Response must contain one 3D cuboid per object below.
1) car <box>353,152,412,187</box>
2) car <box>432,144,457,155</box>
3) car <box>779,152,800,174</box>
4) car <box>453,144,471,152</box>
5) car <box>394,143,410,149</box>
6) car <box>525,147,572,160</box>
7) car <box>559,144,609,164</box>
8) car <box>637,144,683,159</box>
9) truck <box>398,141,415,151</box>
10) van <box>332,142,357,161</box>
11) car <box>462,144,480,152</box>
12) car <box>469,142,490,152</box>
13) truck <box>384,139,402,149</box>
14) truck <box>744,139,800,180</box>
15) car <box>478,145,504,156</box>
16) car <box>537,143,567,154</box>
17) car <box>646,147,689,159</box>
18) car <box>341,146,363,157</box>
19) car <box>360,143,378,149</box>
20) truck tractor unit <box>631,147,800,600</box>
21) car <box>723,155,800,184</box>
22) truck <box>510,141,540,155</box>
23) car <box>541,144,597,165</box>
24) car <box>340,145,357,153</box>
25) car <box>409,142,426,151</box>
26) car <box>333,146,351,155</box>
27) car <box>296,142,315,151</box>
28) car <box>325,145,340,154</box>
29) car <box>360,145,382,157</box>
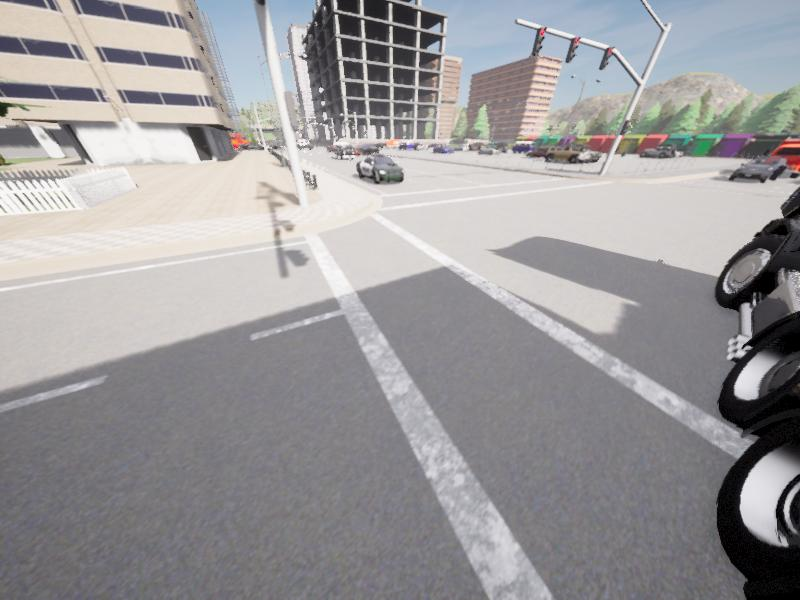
[{"bbox_3d":[-1.339,-8.970,15.657,2.038,1.542,4.974,-16,38,-22],"label":"car"},{"bbox_3d":[8.427,-28.851,44.202,2.242,1.667,4.611,-16,38,-22],"label":"car"},{"bbox_3d":[37.954,-12.654,21.232,5.366,1.575,1.801,-15,38,-21],"label":"car"},{"bbox_3d":[14.626,-36.108,54.871,1.970,1.475,3.806,-16,38,-22],"label":"car"},{"bbox_3d":[0.671,-50.461,75.578,4.611,1.667,2.242,-16,38,-22],"label":"car"},{"bbox_3d":[21.395,-21.369,33.592,2.033,1.415,5.357,-16,38,-22],"label":"car"},{"bbox_3d":[21.910,-17.594,27.727,1.905,1.878,3.866,-16,38,-22],"label":"car"},{"bbox_3d":[39.365,-22.634,35.145,1.905,1.878,3.866,-16,38,-22],"label":"car"},{"bbox_3d":[1.564,-36.706,55.047,2.069,2.038,4.478,-16,38,-22],"label":"truck"},{"bbox_3d":[-7.717,-20.601,31.983,2.069,2.038,4.480,-16,38,-22],"label":"van"},{"bbox_3d":[17.204,-36.875,55.943,1.784,1.438,3.905,-16,38,-22],"label":"car"},{"bbox_3d":[19.571,-37.760,56.870,1.932,1.855,4.605,-16,38,-22],"label":"car"},{"bbox_3d":[-2.395,-52.194,77.237,5.204,2.467,2.627,-16,38,-22],"label":"truck"},{"bbox_3d":[31.244,-11.207,18.308,5.204,2.467,2.627,-15,38,-21],"label":"truck"},{"bbox_3d":[16.366,-26.962,41.655,1.970,1.475,3.806,-16,38,-22],"label":"car"},{"bbox_3d":[31.371,-31.530,47.947,1.932,1.855,4.605,-16,38,-22],"label":"car"},{"bbox_3d":[41.947,-23.172,36.363,1.970,1.475,3.806,-16,38,-22],"label":"car"},{"bbox_3d":[-8.168,-25.209,39.137,2.163,1.488,4.792,-16,38,-22],"label":"car"},{"bbox_3d":[-9.890,-49.602,74.293,5.357,1.411,2.033,-16,38,-22],"label":"car"},{"bbox_3d":[4.899,-0.469,1.033,6.516,4.208,3.053,-26,43,-33],"label":"truck tractor unit"},{"bbox_3d":[25.144,-9.135,16.092,3.633,1.501,1.845,-16,38,-22],"label":"car"},{"bbox_3d":[24.081,-29.476,44.757,2.069,2.038,4.478,-16,38,-22],"label":"truck"},{"bbox_3d":[19.309,-16.884,26.675,1.932,1.855,4.605,-16,38,-22],"label":"car"},{"bbox_3d":[-11.439,-33.136,50.654,2.033,1.411,5.357,-16,38,-22],"label":"car"},{"bbox_3d":[4.109,-37.405,56.242,1.932,1.855,4.605,-16,38,-22],"label":"car"},{"bbox_3d":[-11.088,-28.363,43.840,1.895,1.301,4.718,-16,38,-22],"label":"car"},{"bbox_3d":[-23.813,-38.861,58.327,3.866,1.878,1.905,-17,38,-23],"label":"car"},{"bbox_3d":[-14.288,-31.956,48.883,1.812,1.442,4.674,-16,38,-22],"label":"car"},{"bbox_3d":[-5.142,-26.229,40.584,1.882,1.535,5.008,-16,38,-22],"label":"car"}]
